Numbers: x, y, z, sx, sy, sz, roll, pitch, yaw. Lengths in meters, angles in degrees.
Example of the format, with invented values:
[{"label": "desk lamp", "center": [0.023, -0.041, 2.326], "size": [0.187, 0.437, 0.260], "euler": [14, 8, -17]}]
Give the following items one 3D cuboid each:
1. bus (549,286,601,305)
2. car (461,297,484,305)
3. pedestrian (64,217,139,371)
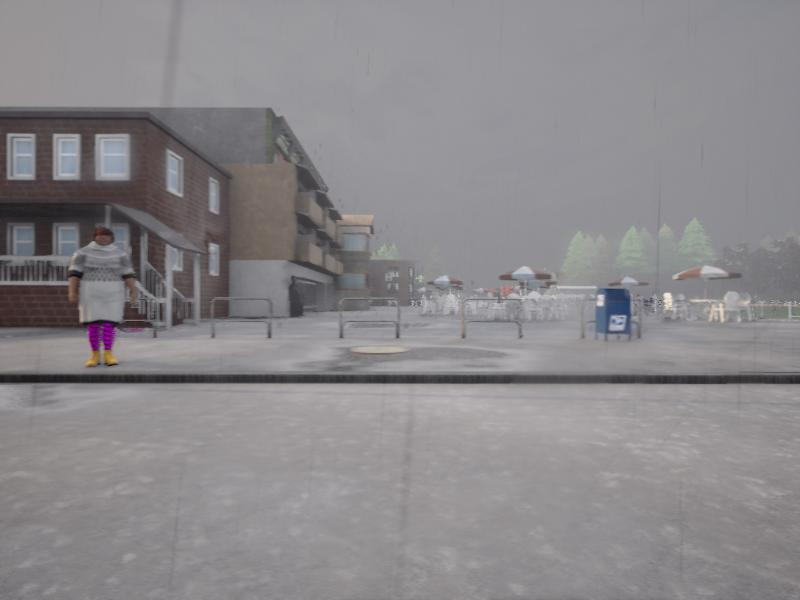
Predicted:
[{"label": "bus", "center": [40.572, -1.053, 93.086], "size": [10.273, 4.253, 3.944], "euler": [0, 0, 0]}, {"label": "car", "center": [16.127, 0.203, 89.136], "size": [4.856, 1.649, 2.033], "euler": [0, 0, 0]}, {"label": "pedestrian", "center": [-3.984, -0.077, 5.361], "size": [0.751, 1.860, 0.751], "euler": [0, 0, -37]}]
